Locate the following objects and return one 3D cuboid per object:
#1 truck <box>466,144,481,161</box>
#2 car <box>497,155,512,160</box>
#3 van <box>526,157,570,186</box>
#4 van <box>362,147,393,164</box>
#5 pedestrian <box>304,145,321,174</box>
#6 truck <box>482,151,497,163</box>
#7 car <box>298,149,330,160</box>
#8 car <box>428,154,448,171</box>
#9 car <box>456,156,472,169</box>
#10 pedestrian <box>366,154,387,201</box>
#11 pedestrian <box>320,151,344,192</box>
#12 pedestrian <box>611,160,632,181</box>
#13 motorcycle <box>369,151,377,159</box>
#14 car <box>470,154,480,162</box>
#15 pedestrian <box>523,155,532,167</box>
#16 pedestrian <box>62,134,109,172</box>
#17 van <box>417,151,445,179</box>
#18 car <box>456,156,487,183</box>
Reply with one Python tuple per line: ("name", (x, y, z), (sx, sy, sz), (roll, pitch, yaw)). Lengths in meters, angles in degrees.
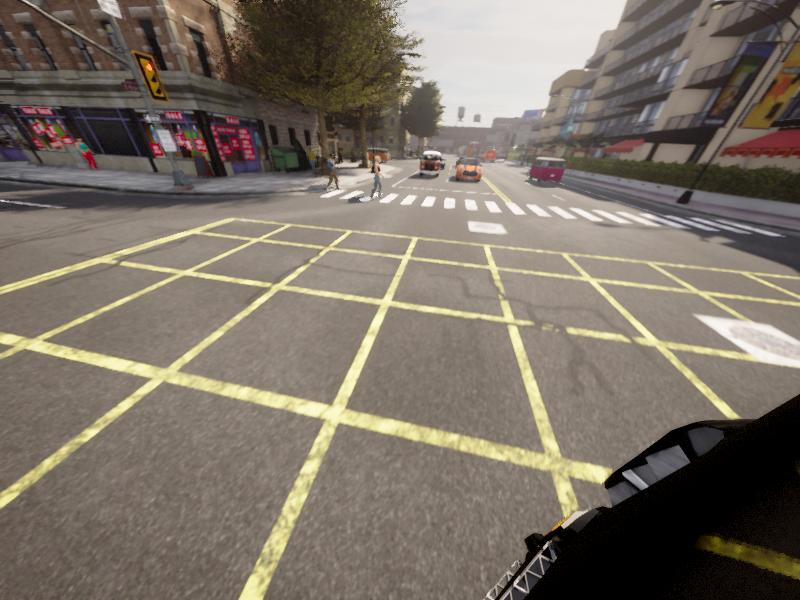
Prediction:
("truck", (20.571, -41.501, 64.964), (2.891, 3.827, 8.468), (8, 34, 8))
("car", (39.591, -54.243, 87.874), (4.674, 1.442, 1.812), (3, 33, 0))
("van", (13.518, -12.044, 21.451), (1.775, 1.987, 4.442), (8, 34, 8))
("van", (-3.514, -22.762, 36.431), (4.442, 1.987, 1.775), (15, 35, 18))
("pedestrian", (-6.840, -10.952, 18.068), (0.751, 1.860, 0.751), (3, 33, 0))
("truck", (22.260, -35.829, 57.726), (2.627, 2.467, 5.204), (8, 34, 8))
("car", (-14.451, -24.581, 38.997), (4.718, 1.301, 1.895), (8, 34, 8))
("car", (5.100, -18.441, 30.853), (2.152, 1.651, 5.027), (8, 34, 8))
("car", (9.716, -21.110, 35.360), (1.837, 1.490, 4.892), (8, 34, 8))
("pedestrian", (-1.085, -5.793, 10.953), (0.751, 1.860, 0.751), (8, 34, 8))
("pedestrian", (-3.661, -6.982, 12.563), (0.751, 1.860, 0.751), (11, 34, 13))
("pedestrian", (24.057, -14.103, 25.154), (0.751, 1.860, 0.751), (8, 34, 8))
("motorcycle", (-5.424, -28.845, 45.912), (0.764, 1.277, 2.356), (-17, 37, -11))
("car", (18.629, -35.451, 57.703), (1.789, 1.549, 3.705), (8, 34, 8))
("pedestrian", (24.358, -26.539, 44.033), (0.751, 1.860, 0.751), (1, 33, -3))
("pedestrian", (-18.965, -8.853, 13.979), (0.751, 1.860, 0.751), (9, 34, 10))
("van", (2.980, -12.878, 21.878), (2.069, 2.038, 4.480), (8, 34, 8))
("car", (6.246, -11.849, 20.787), (2.097, 1.767, 4.553), (8, 34, 8))
